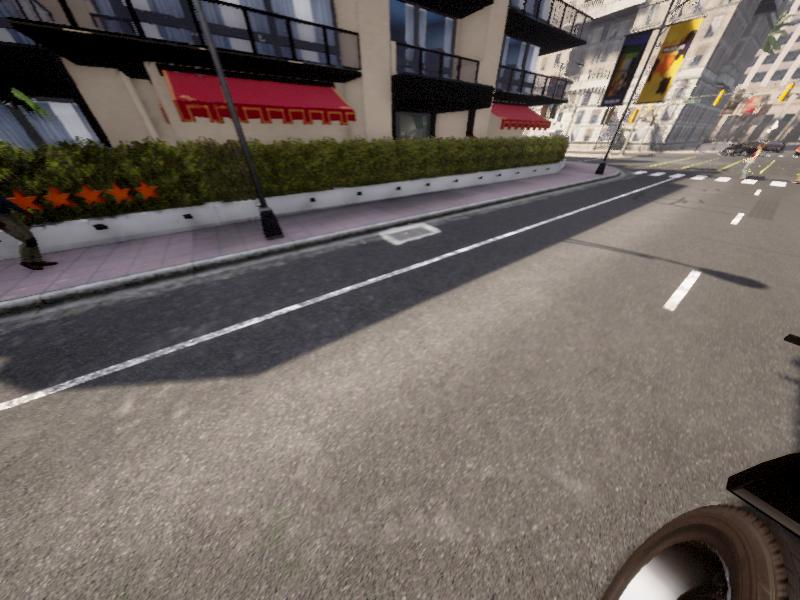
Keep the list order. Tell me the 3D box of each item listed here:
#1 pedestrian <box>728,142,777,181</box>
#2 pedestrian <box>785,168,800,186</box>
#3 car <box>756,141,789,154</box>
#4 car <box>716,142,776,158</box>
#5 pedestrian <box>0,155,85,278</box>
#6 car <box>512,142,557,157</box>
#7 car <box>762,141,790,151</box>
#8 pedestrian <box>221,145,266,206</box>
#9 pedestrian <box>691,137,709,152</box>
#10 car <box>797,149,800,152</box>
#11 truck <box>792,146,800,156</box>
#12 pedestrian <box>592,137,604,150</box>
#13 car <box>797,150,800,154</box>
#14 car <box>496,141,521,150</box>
[{"bbox_3d":[20.735,-8.165,13.629,0.751,1.860,0.751,-22,41,-28],"label":"pedestrian"},{"bbox_3d":[21.439,-6.954,11.910,0.751,1.860,0.751,-21,40,-27],"label":"pedestrian"},{"bbox_3d":[56.218,-23.034,34.822,5.357,1.411,2.033,-22,41,-28],"label":"car"},{"bbox_3d":[43.398,-18.919,29.017,4.892,1.490,1.837,-7,37,-9],"label":"car"},{"bbox_3d":[-7.021,-1.449,4.089,0.751,1.860,0.751,-18,39,-23],"label":"pedestrian"},{"bbox_3d":[18.664,-21.143,32.333,2.038,1.542,4.974,-22,41,-28],"label":"car"},{"bbox_3d":[63.496,-25.999,38.980,4.181,1.385,1.994,-23,41,-28],"label":"car"},{"bbox_3d":[-5.734,-4.598,8.534,0.751,1.860,0.751,-23,41,-28],"label":"pedestrian"},{"bbox_3d":[43.501,-22.554,33.537,0.751,1.860,0.751,-24,41,-29],"label":"pedestrian"},{"bbox_3d":[65.138,-24.203,36.425,4.181,1.385,1.994,-22,41,-27],"label":"car"},{"bbox_3d":[53.222,-19.769,29.295,5.204,2.467,2.627,-22,41,-28],"label":"truck"},{"bbox_3d":[35.934,-28.441,41.926,0.751,1.860,0.751,-20,40,-26],"label":"pedestrian"},{"bbox_3d":[58.845,-21.741,32.758,5.238,1.638,1.930,-22,41,-28],"label":"car"},{"bbox_3d":[21.303,-30.554,45.673,1.970,1.475,3.806,-22,41,-28],"label":"car"}]
